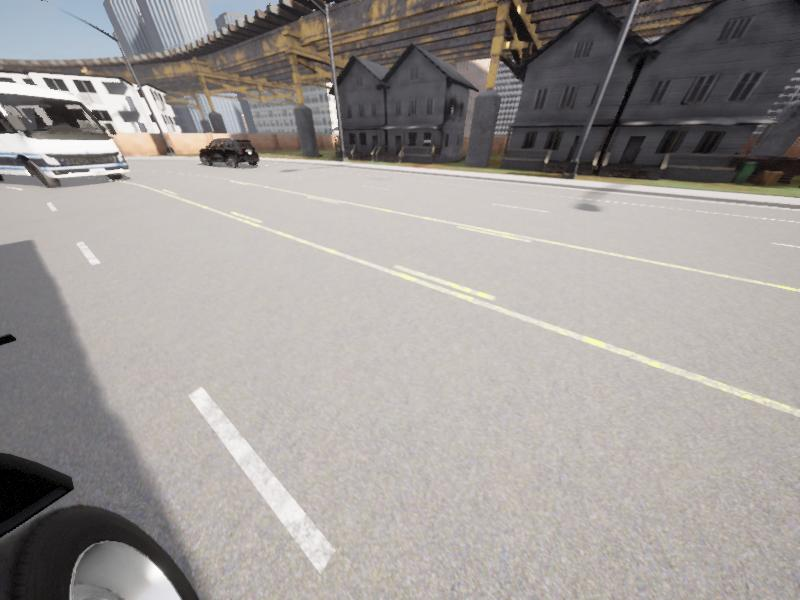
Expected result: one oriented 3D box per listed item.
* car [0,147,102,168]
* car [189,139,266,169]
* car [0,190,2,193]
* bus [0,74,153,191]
[{"bbox_3d":[-29.864,-12.216,19.769,5.357,1.411,2.033,-1,35,-2],"label":"car"},{"bbox_3d":[-15.115,-12.926,20.336,5.566,2.045,2.150,14,37,18],"label":"car"},{"bbox_3d":[-21.891,-5.596,10.448,5.357,1.411,2.033,10,36,13],"label":"car"},{"bbox_3d":[-20.805,-8.822,12.556,10.273,4.253,3.944,8,35,11],"label":"bus"}]
